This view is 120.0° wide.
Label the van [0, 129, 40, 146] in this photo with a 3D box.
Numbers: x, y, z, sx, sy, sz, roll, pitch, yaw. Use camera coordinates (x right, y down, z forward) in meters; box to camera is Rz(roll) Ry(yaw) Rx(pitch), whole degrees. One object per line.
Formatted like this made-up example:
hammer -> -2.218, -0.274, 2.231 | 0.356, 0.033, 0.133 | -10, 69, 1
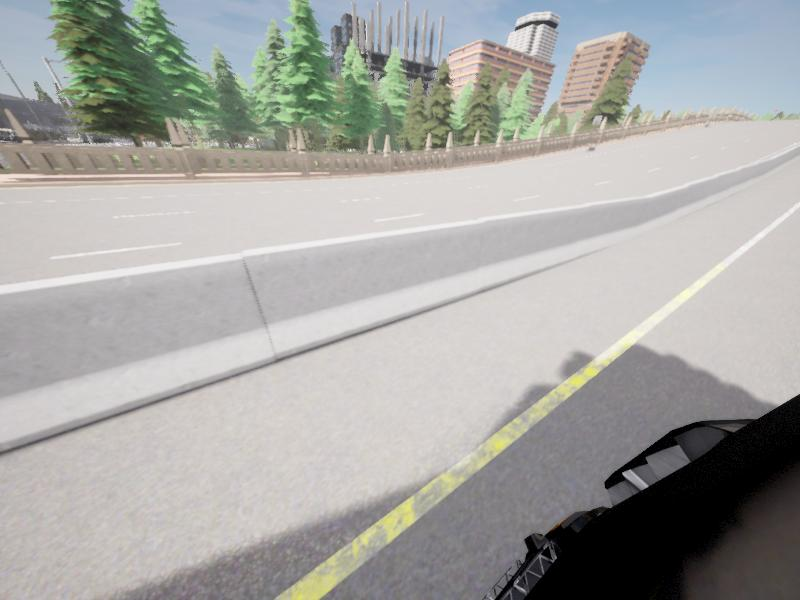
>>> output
van -> -58.082, -24.503, 34.829 | 2.069, 2.038, 4.480 | -15, 37, -25
